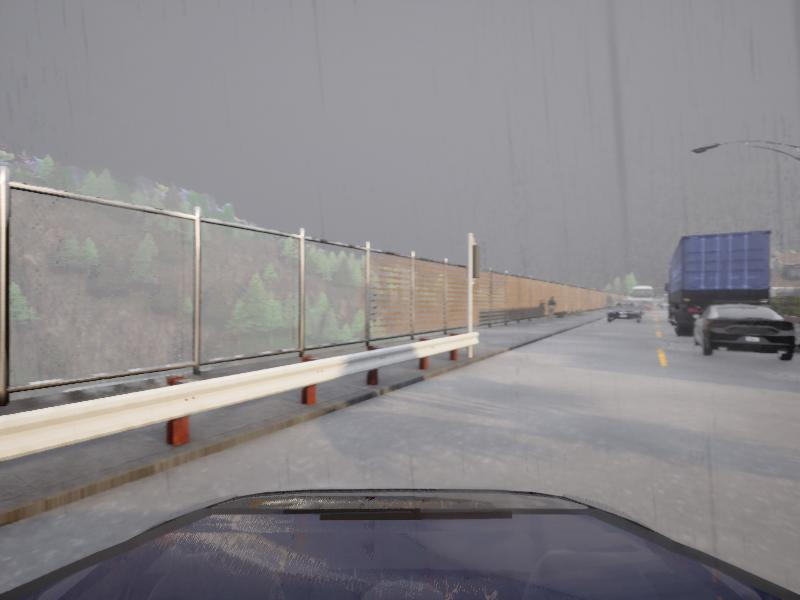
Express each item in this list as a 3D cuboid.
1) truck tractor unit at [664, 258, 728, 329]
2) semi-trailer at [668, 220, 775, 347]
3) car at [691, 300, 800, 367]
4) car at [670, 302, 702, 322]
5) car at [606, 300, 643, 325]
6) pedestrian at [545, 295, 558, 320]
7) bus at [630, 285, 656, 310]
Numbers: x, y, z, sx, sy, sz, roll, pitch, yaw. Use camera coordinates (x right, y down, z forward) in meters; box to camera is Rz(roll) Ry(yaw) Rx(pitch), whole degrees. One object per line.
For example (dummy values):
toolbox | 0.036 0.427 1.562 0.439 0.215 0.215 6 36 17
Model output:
truck tractor unit | 19.906 -0.426 27.274 3.053 4.208 6.516 0 0 32
semi-trailer | 15.660 -0.549 20.597 2.717 4.402 14.254 0 0 32
car | 10.489 0.831 12.500 1.930 1.638 5.238 0 0 33
car | 24.082 0.929 33.837 1.882 1.535 5.008 0 0 32
car | 16.866 0.854 29.952 2.152 1.651 5.027 0 0 32
pedestrian | 11.684 0.581 30.847 0.751 1.860 0.751 0 0 34
bus | 45.538 -0.328 74.732 3.944 4.253 10.273 0 -1 32
